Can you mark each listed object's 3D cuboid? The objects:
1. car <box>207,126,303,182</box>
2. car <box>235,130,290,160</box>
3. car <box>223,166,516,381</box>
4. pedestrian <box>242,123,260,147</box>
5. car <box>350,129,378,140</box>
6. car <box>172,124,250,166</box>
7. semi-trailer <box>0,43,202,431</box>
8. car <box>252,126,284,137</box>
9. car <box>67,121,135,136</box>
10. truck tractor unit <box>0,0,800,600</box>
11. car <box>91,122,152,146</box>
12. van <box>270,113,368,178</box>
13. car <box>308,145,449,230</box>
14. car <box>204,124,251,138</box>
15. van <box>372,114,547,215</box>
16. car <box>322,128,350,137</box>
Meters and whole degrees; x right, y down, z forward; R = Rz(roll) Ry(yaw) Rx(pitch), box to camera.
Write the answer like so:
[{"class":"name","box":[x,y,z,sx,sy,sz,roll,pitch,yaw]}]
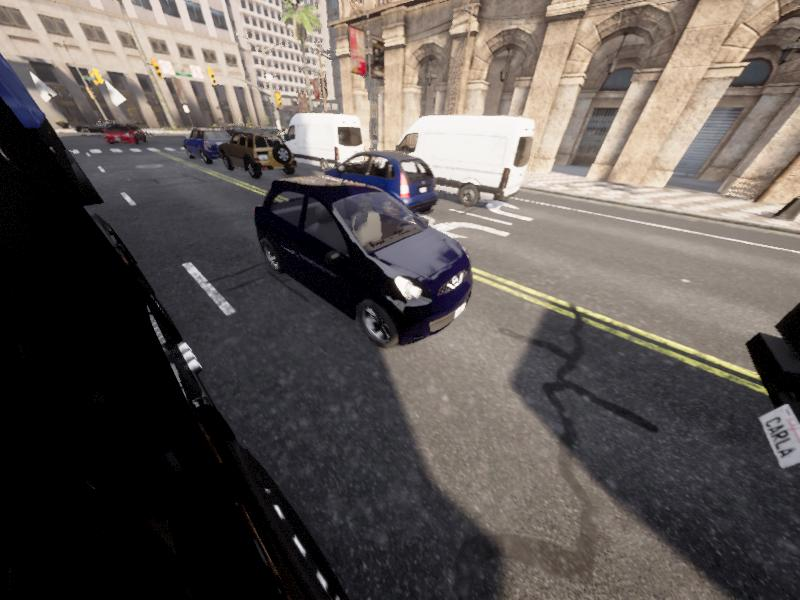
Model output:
[{"class":"car","box":[-7.117,-7.273,11.330,4.605,1.855,1.932,28,44,30]},{"class":"car","box":[-10.148,-11.500,17.062,3.633,1.501,1.845,29,44,30]},{"class":"car","box":[-0.643,-0.880,3.511,3.633,1.501,1.845,28,44,30]},{"class":"pedestrian","box":[-14.559,-16.069,22.553,0.751,1.860,0.751,30,45,31]},{"class":"car","box":[-6.546,-30.269,42.323,2.038,1.542,4.974,28,43,30]},{"class":"car","box":[-11.749,-9.718,14.360,4.553,1.767,2.097,29,44,30]},{"class":"semi-trailer","box":[-8.693,-3.613,4.227,14.254,4.402,2.717,28,44,30]},{"class":"car","box":[-22.677,-29.069,39.814,1.994,1.385,4.181,28,44,30]},{"class":"car","box":[-35.452,-20.445,27.545,1.895,1.301,4.718,29,44,30]},{"class":"truck tractor unit","box":[-2.645,-0.295,0.351,6.516,4.208,3.053,28,44,30]},{"class":"car","box":[-24.225,-14.630,20.325,2.007,1.525,4.514,-17,41,-24]},{"class":"van","box":[-4.648,-8.967,13.199,5.915,2.561,1.988,28,44,30]},{"class":"car","box":[-0.787,-3.746,7.262,3.988,1.617,1.851,28,44,30]},{"class":"car","box":[-24.587,-24.271,33.183,1.837,1.490,4.892,23,42,26]},{"class":"van","box":[1.746,-5.514,9.008,5.915,2.561,1.988,28,44,30]},{"class":"car","box":[-13.444,-35.288,48.689,2.033,1.411,5.357,29,44,30]}]
